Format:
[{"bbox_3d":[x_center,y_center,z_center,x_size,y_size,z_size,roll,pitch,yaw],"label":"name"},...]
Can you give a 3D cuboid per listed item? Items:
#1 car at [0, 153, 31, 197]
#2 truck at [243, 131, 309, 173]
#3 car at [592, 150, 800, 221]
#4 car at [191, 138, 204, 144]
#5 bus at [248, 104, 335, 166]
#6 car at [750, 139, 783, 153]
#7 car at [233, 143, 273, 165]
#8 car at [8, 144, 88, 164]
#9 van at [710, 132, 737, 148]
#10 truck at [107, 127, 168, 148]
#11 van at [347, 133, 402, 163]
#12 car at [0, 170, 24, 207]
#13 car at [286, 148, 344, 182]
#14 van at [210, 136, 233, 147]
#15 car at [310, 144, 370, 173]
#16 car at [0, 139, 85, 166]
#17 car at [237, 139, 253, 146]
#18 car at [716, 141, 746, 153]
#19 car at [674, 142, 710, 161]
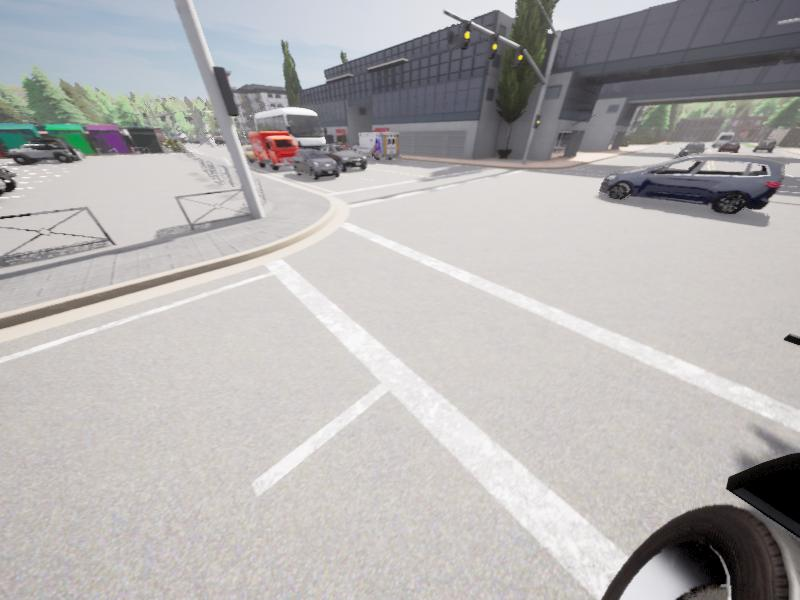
[{"bbox_3d":[-18.393,-4.873,8.856,3.866,1.878,1.905,-29,44,-34],"label":"car"},{"bbox_3d":[-10.004,-12.027,18.605,2.627,2.467,5.204,-28,44,-33],"label":"truck"},{"bbox_3d":[10.790,-4.631,8.880,2.242,1.667,4.611,-29,44,-34],"label":"car"},{"bbox_3d":[-63.587,-49.878,72.460,1.930,1.638,5.238,-27,44,-33],"label":"car"},{"bbox_3d":[-11.285,-16.760,23.703,3.944,4.253,10.273,-27,44,-33],"label":"bus"},{"bbox_3d":[55.015,-23.164,34.770,3.988,1.617,1.851,-27,43,-32],"label":"car"},{"bbox_3d":[-14.945,-14.897,23.402,1.801,1.575,5.366,-27,44,-33],"label":"car"},{"bbox_3d":[-33.762,-14.224,22.402,3.806,1.475,1.970,-29,44,-34],"label":"car"},{"bbox_3d":[66.139,-32.734,47.337,5.915,2.561,1.988,-30,45,-35],"label":"van"},{"bbox_3d":[-61.183,-38.141,54.134,8.468,3.827,2.891,-28,44,-34],"label":"truck"},{"bbox_3d":[-2.830,-16.527,24.923,2.351,2.431,6.366,-28,44,-33],"label":"van"},{"bbox_3d":[-16.460,-3.625,7.099,4.605,1.855,1.932,-29,44,-34],"label":"car"},{"bbox_3d":[-5.447,-8.720,14.771,1.845,1.501,3.633,-28,44,-33],"label":"car"},{"bbox_3d":[-44.330,-39.454,57.475,4.480,2.038,2.069,16,39,21],"label":"van"},{"bbox_3d":[-4.828,-11.373,18.405,2.152,1.651,5.027,-29,44,-34],"label":"car"},{"bbox_3d":[-31.797,-13.186,20.531,3.866,1.878,1.905,-29,44,-34],"label":"car"},{"bbox_3d":[-39.593,-40.196,59.039,2.033,1.411,5.357,-27,44,-33],"label":"car"},{"bbox_3d":[50.221,-23.286,35.157,4.181,1.385,1.994,-29,44,-34],"label":"car"},{"bbox_3d":[31.872,-16.232,25.219,4.892,1.490,1.837,-29,44,-33],"label":"car"}]
